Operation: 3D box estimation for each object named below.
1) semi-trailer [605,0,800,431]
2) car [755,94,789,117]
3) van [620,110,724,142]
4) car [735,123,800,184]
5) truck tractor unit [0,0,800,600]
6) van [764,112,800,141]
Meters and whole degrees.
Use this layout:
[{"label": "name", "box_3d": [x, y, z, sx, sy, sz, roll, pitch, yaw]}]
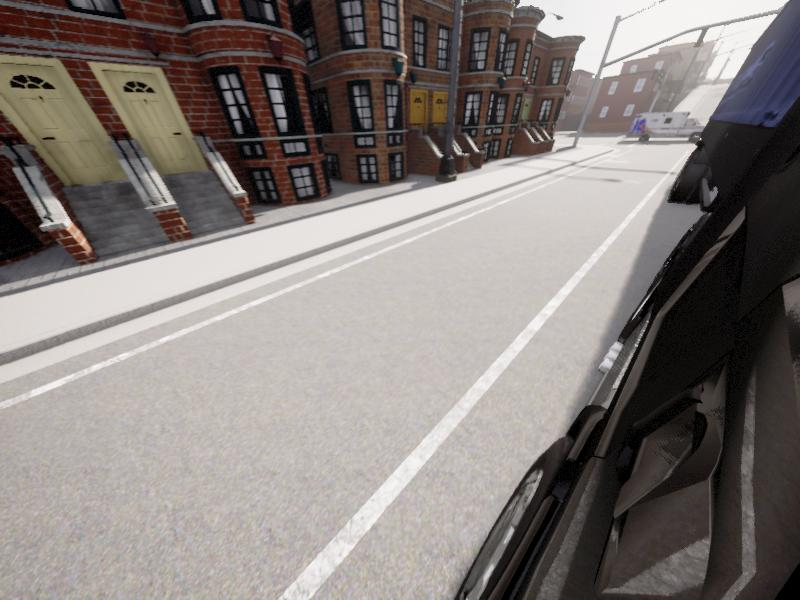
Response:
[{"label": "semi-trailer", "box_3d": [8.350, -3.810, 4.556, 14.254, 4.402, 2.717, -32, 45, -33]}, {"label": "car", "box_3d": [60.196, -31.498, 37.408, 4.553, 1.767, 2.097, -40, 49, -23]}, {"label": "van", "box_3d": [27.727, -17.900, 23.952, 2.351, 2.431, 6.366, -30, 44, -32]}, {"label": "car", "box_3d": [16.267, -5.985, 9.308, 2.033, 1.649, 4.856, 29, 47, 30]}, {"label": "truck tractor unit", "box_3d": [2.645, -0.295, 0.351, 6.516, 4.208, 3.053, -28, 44, -30]}, {"label": "van", "box_3d": [36.339, -15.250, 20.206, 4.442, 1.987, 1.775, 3, 37, 7]}]
